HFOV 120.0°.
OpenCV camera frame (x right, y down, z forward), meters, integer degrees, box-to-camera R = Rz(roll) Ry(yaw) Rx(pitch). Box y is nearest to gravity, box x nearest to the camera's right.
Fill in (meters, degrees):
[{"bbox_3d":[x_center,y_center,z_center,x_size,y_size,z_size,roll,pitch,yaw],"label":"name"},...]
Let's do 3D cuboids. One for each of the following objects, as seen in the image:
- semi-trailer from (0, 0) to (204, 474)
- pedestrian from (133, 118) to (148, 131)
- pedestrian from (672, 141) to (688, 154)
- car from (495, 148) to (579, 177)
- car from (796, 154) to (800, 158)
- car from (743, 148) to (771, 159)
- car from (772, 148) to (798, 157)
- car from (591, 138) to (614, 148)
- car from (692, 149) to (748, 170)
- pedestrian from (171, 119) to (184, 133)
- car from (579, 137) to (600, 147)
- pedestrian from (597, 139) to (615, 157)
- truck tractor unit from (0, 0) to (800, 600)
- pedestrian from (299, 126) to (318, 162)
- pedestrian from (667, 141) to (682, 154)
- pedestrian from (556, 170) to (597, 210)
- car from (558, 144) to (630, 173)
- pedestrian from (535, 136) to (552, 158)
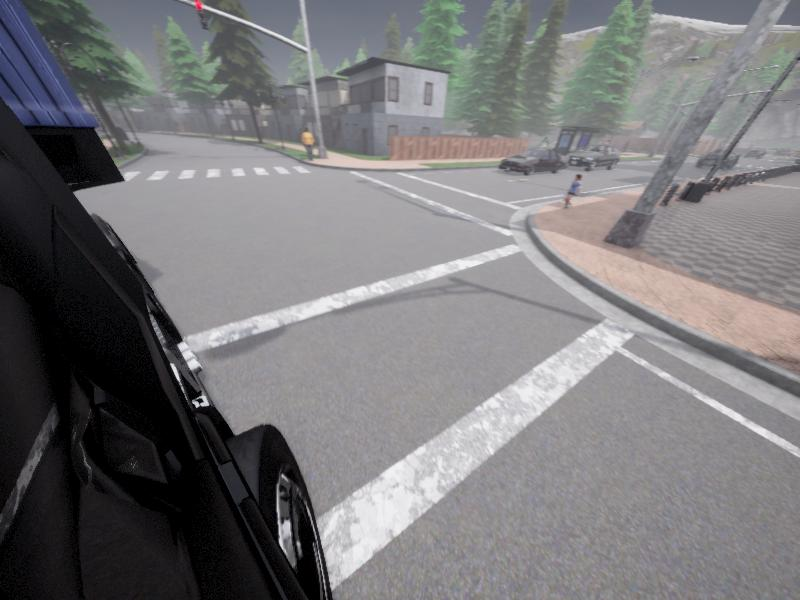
[{"bbox_3d":[-10.082,-1.023,0.705,14.254,4.402,2.717,-1,36,-5],"label":"semi-trailer"},{"bbox_3d":[-45.112,-30.469,40.148,0.751,1.860,0.751,19,40,21],"label":"pedestrian"},{"bbox_3d":[50.665,-27.605,41.871,0.751,1.860,0.751,4,37,2],"label":"pedestrian"},{"bbox_3d":[9.320,-9.465,15.748,5.357,1.411,2.033,-17,41,-24],"label":"car"},{"bbox_3d":[91.961,-32.756,51.862,4.902,1.511,2.128,-17,41,-24],"label":"car"},{"bbox_3d":[66.073,-27.164,42.724,3.705,1.549,1.789,-17,41,-24],"label":"car"},{"bbox_3d":[92.686,-35.647,55.726,1.851,1.617,3.988,27,43,29],"label":"car"},{"bbox_3d":[46.526,-36.085,53.088,4.605,1.855,1.932,-18,41,-25],"label":"car"},{"bbox_3d":[32.718,-14.387,23.619,4.974,1.542,2.038,-17,41,-24],"label":"car"},{"bbox_3d":[-38.954,-30.395,40.409,0.751,1.860,0.751,-10,38,-17],"label":"pedestrian"},{"bbox_3d":[44.902,-37.296,54.628,3.866,1.878,1.905,-18,41,-25],"label":"car"},{"bbox_3d":[26.361,-19.499,29.558,0.751,1.860,0.751,-19,42,-27],"label":"pedestrian"},{"bbox_3d":[-2.645,-0.295,0.352,6.516,4.208,3.053,28,44,30],"label":"truck tractor unit"},{"bbox_3d":[-5.906,-10.091,14.988,0.751,1.860,0.751,-13,39,-19],"label":"pedestrian"},{"bbox_3d":[50.078,-27.828,42.136,0.751,1.860,0.751,14,38,16],"label":"pedestrian"},{"bbox_3d":[5.786,-3.620,7.624,0.500,1.100,0.500,-3,37,-7],"label":"pedestrian"},{"bbox_3d":[15.644,-11.519,18.689,5.027,1.651,2.152,-17,41,-24],"label":"car"},{"bbox_3d":[15.109,-16.115,24.349,0.751,1.860,0.751,-24,44,-31],"label":"pedestrian"}]
